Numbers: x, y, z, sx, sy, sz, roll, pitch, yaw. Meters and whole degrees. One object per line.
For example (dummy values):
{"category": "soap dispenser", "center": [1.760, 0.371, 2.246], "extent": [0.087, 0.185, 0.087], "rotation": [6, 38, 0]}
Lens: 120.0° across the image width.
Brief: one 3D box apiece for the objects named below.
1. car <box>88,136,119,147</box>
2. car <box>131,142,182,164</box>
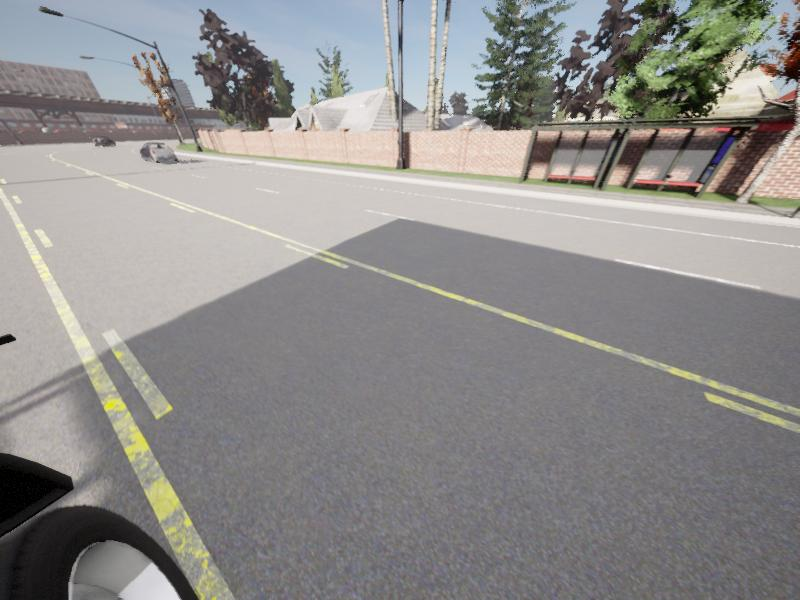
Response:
{"category": "car", "center": [-49.992, -26.822, 39.036], "extent": [1.789, 1.549, 3.705], "rotation": [-16, 39, -21]}
{"category": "car", "center": [-21.813, -13.222, 20.697], "extent": [3.633, 1.501, 1.845], "rotation": [21, 41, 27]}
